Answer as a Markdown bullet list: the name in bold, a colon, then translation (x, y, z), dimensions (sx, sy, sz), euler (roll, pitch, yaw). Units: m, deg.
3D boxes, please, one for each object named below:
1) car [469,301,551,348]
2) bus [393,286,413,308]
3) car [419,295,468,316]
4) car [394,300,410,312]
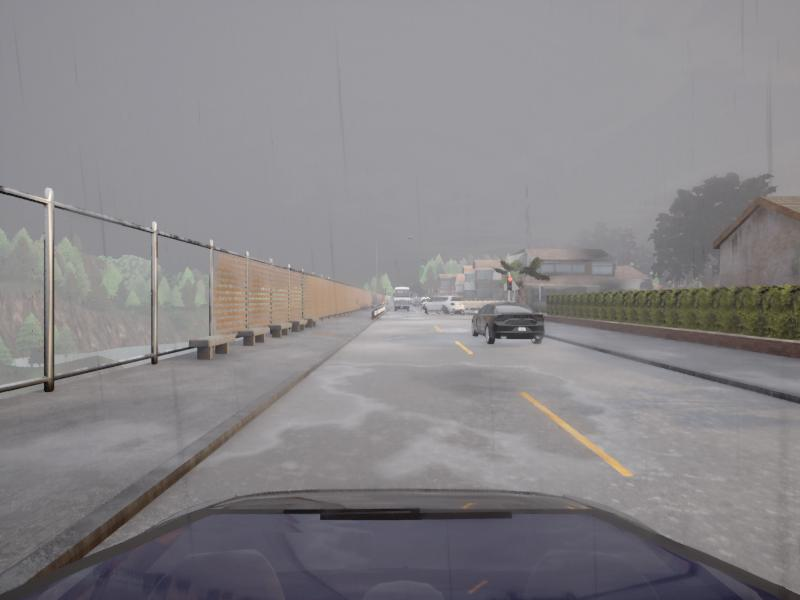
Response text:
- **car**: translation (4.085, 0.823, 15.817), dimensions (1.882, 1.535, 5.008), euler (0, 0, 0)
- **bus**: translation (0.551, -0.539, 83.810), dimensions (3.944, 4.253, 10.273), euler (0, 0, 0)
- **car**: translation (4.624, 0.568, 43.564), dimensions (2.150, 2.045, 5.566), euler (-1, 1, -36)
- **car**: translation (0.314, 0.781, 57.989), dimensions (2.152, 1.651, 5.027), euler (0, 0, 2)
